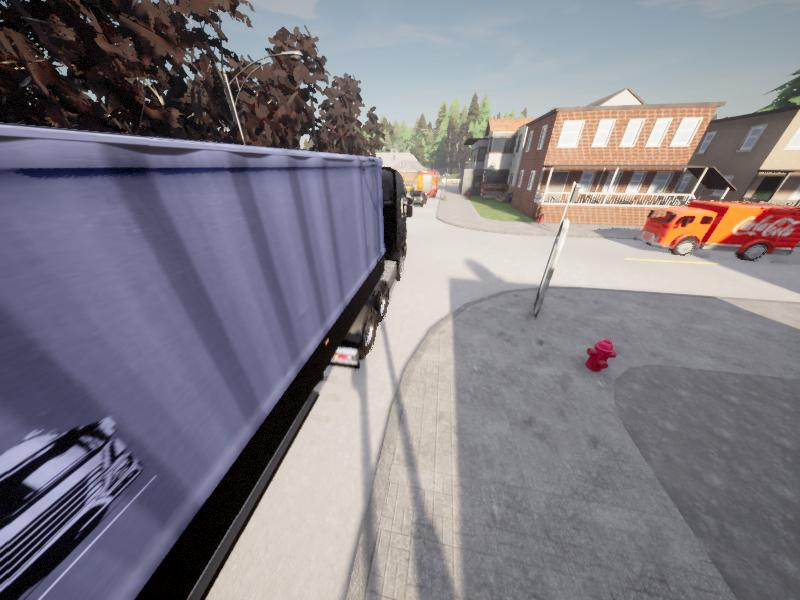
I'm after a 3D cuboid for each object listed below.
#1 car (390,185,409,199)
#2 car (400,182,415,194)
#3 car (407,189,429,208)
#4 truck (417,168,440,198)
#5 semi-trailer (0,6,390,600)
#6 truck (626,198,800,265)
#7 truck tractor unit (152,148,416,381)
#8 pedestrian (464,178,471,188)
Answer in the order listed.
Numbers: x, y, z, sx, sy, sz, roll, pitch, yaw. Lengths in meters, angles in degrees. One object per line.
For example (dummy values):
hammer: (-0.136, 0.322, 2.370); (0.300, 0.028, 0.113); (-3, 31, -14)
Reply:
car: (-0.005, -16.512, 35.211); (2.033, 1.411, 5.357); (5, 30, 8)
car: (1.399, -20.204, 41.419); (1.801, 1.575, 5.366); (5, 30, 9)
car: (2.149, -12.095, 27.349); (1.851, 1.617, 3.988); (7, 31, 12)
truck: (4.682, -19.116, 37.292); (2.891, 3.827, 8.468); (5, 30, 9)
semi-trailer: (-2.880, 1.995, 0.131); (2.717, 4.402, 14.254); (5, 30, 9)
truck: (16.039, -3.655, 11.886); (5.204, 2.467, 2.627); (6, 31, 10)
truck tractor unit: (-1.498, -1.817, 6.927); (3.053, 4.208, 6.516); (5, 31, 9)
pedestrian: (14.165, -24.533, 48.364); (0.751, 1.860, 0.751); (-24, 37, -35)
